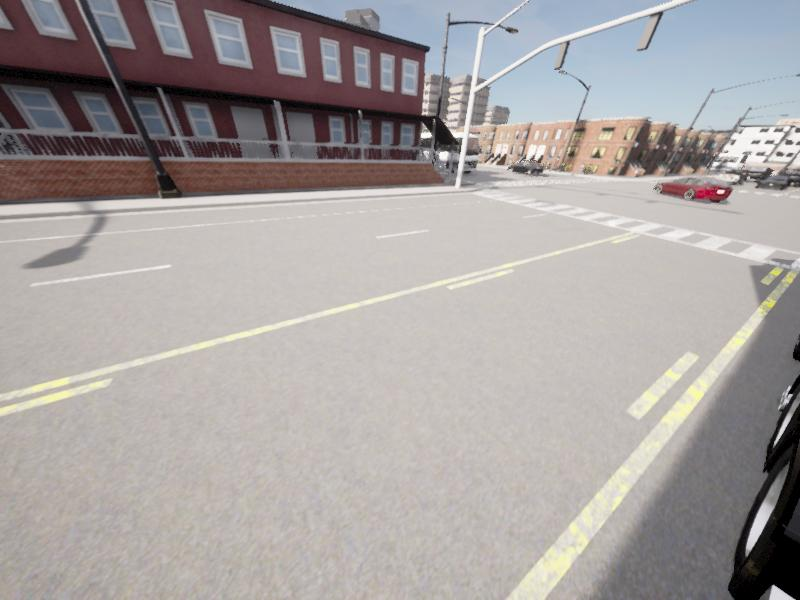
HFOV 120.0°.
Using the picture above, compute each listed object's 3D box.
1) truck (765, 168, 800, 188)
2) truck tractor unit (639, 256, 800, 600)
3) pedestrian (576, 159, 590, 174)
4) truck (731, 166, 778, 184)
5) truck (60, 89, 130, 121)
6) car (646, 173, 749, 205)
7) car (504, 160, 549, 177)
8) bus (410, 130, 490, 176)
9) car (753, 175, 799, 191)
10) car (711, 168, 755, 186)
[{"bbox_3d":[52.207,-16.325,30.801,6.274,2.098,2.390,-15,37,-25],"label":"truck"},{"bbox_3d":[5.013,-0.334,1.106,6.516,4.208,3.053,-16,22,-27],"label":"truck tractor unit"},{"bbox_3d":[26.571,-19.384,33.617,0.751,1.860,0.751,-17,38,-27],"label":"pedestrian"},{"bbox_3d":[52.885,-18.717,34.462,6.274,2.098,2.390,-15,37,-25],"label":"truck"},{"bbox_3d":[-49.979,-32.055,38.186,6.274,2.098,2.390,-5,32,-32],"label":"truck"},{"bbox_3d":[22.151,-8.562,17.622,2.163,1.488,4.792,7,34,7],"label":"car"},{"bbox_3d":[17.067,-17.948,31.453,2.128,1.511,4.902,-14,37,-24],"label":"car"},{"bbox_3d":[5.798,-19.021,29.840,3.944,4.253,10.273,-15,37,-25],"label":"bus"},{"bbox_3d":[44.238,-13.839,27.173,4.181,1.385,1.994,-15,37,-25],"label":"car"},{"bbox_3d":[42.731,-15.841,29.639,4.605,1.855,1.932,-15,37,-25],"label":"car"}]
